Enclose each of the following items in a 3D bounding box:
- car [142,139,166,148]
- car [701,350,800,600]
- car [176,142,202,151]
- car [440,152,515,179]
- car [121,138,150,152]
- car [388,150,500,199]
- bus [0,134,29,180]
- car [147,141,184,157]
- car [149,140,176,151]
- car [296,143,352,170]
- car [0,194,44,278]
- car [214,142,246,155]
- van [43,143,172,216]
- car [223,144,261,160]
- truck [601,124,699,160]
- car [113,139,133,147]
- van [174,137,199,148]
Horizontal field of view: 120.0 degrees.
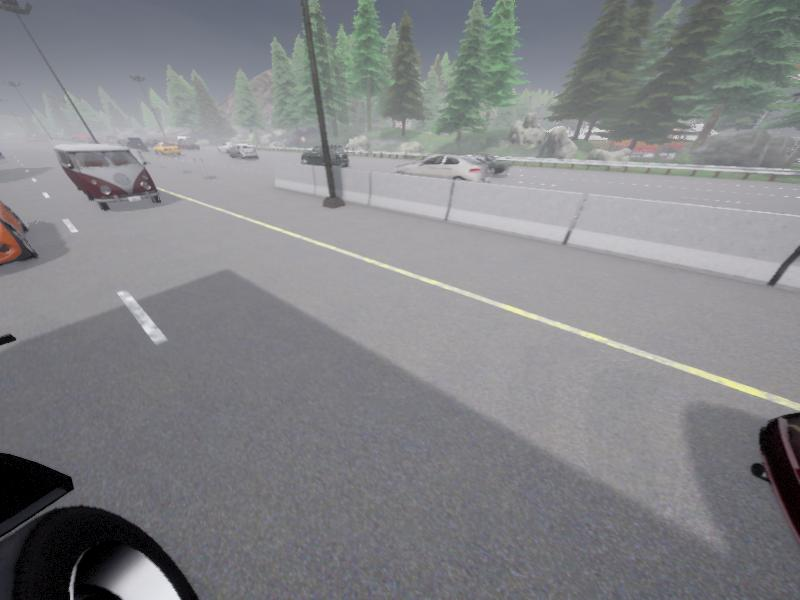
[{"bbox_3d":[-55.233,-35.130,51.757,4.611,1.667,2.242,22,41,28],"label":"car"},{"bbox_3d":[4.123,1.779,0.247,4.181,1.385,1.994,22,41,28],"label":"car"},{"bbox_3d":[-38.820,-28.281,42.448,4.718,1.301,1.895,22,41,28],"label":"car"},{"bbox_3d":[5.570,-9.942,16.955,4.718,1.301,1.895,22,41,28],"label":"car"},{"bbox_3d":[-43.404,-25.479,37.902,3.866,1.878,1.905,22,41,28],"label":"car"},{"bbox_3d":[2.055,-6.589,11.873,5.027,1.651,2.152,22,41,28],"label":"car"},{"bbox_3d":[-26.200,-8.637,12.162,3.944,4.253,10.273,-27,44,-34],"label":"bus"},{"bbox_3d":[-31.723,-20.527,31.286,5.366,1.575,1.801,23,41,28],"label":"car"},{"bbox_3d":[-41.583,-27.082,40.444,3.988,1.617,1.851,22,41,28],"label":"car"},{"bbox_3d":[-6.674,-12.736,20.343,4.553,1.767,2.097,22,41,28],"label":"car"},{"bbox_3d":[-9.760,-1.660,4.595,4.553,1.767,2.097,22,41,28],"label":"car"},{"bbox_3d":[-25.627,-22.890,34.828,4.674,1.442,1.812,22,41,28],"label":"car"},{"bbox_3d":[-11.160,-4.786,8.848,4.442,1.987,1.775,22,41,28],"label":"van"},{"bbox_3d":[-18.743,-17.591,27.362,3.806,1.475,1.970,22,41,28],"label":"car"},{"bbox_3d":[34.908,-22.631,33.095,8.468,3.827,2.891,23,41,28],"label":"truck"},{"bbox_3d":[-63.447,-36.050,52.943,3.633,1.501,1.845,22,41,28],"label":"car"},{"bbox_3d":[-47.785,-35.442,51.858,2.069,2.038,4.480,-8,36,-12],"label":"van"}]
